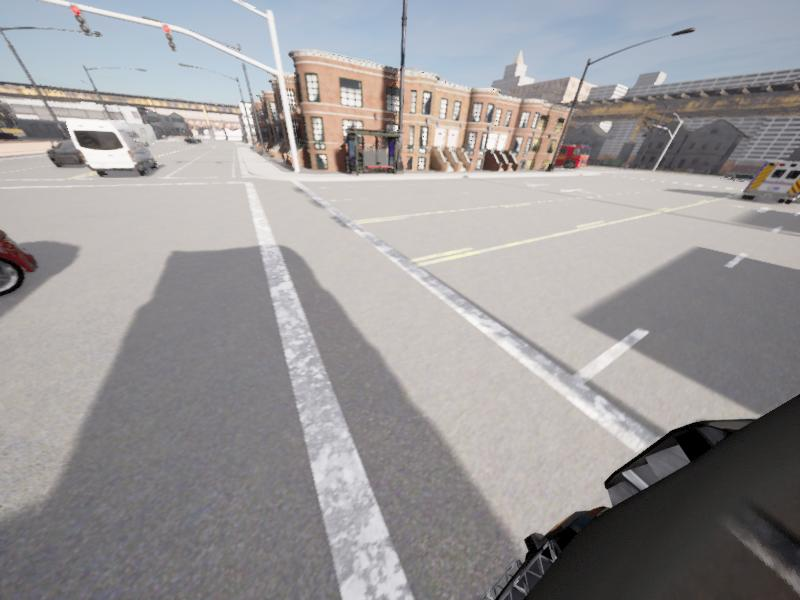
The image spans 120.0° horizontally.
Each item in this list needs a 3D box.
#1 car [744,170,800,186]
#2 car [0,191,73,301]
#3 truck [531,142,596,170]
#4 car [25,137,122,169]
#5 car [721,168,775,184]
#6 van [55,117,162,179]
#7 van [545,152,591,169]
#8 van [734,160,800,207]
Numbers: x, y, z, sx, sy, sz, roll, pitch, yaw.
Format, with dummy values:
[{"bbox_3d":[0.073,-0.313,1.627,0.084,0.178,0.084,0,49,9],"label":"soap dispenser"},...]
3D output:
[{"bbox_3d":[52.554,-17.044,32.159,1.837,1.490,4.892,-16,38,-26],"label":"car"},{"bbox_3d":[-7.211,-0.031,2.168,1.994,1.385,4.181,10,34,10],"label":"car"},{"bbox_3d":[28.987,-26.072,41.670,2.891,3.827,8.468,-16,38,-26],"label":"truck"},{"bbox_3d":[-22.080,-10.269,16.020,1.930,1.638,5.238,-16,38,-26],"label":"car"},{"bbox_3d":[48.410,-17.323,32.195,1.789,1.549,3.705,-16,38,-26],"label":"car"},{"bbox_3d":[-16.809,-9.103,13.890,1.988,2.561,5.915,-18,39,-28],"label":"van"},{"bbox_3d":[31.758,-26.645,44.001,2.351,2.431,6.366,-16,38,-25],"label":"van"},{"bbox_3d":[27.294,-8.386,16.409,6.366,2.431,2.351,-16,38,-26],"label":"van"}]
